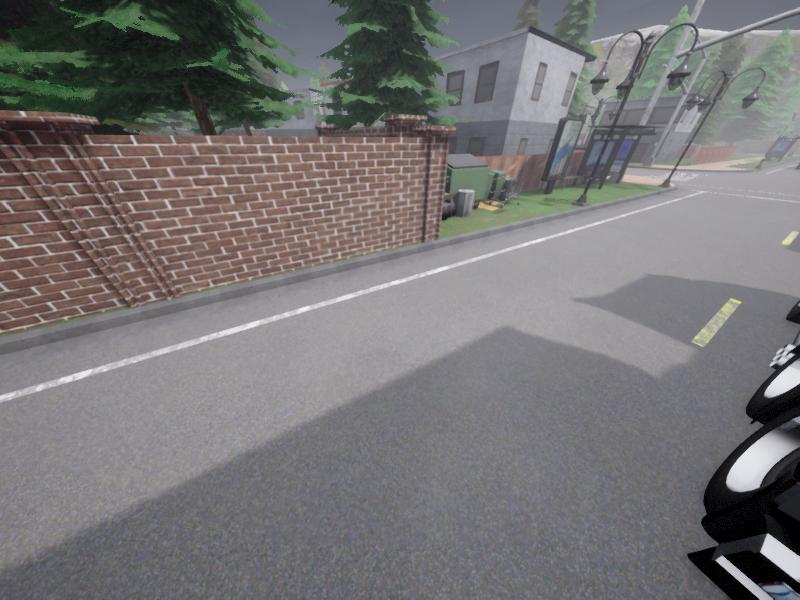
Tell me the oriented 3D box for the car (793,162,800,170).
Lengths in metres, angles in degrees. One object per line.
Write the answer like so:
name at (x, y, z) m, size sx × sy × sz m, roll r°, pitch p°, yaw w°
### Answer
car at (40.927, -13.684, 22.151) m, size 5.566 × 2.045 × 2.150 m, roll -18°, pitch 39°, yaw -25°

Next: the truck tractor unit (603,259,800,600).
truck tractor unit at (5.101, -0.310, 0.794) m, size 6.516 × 4.208 × 3.053 m, roll -19°, pitch 39°, yaw -24°

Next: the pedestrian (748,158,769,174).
pedestrian at (30.221, -11.344, 19.499) m, size 0.500 × 1.100 × 0.500 m, roll -24°, pitch 42°, yaw -31°
